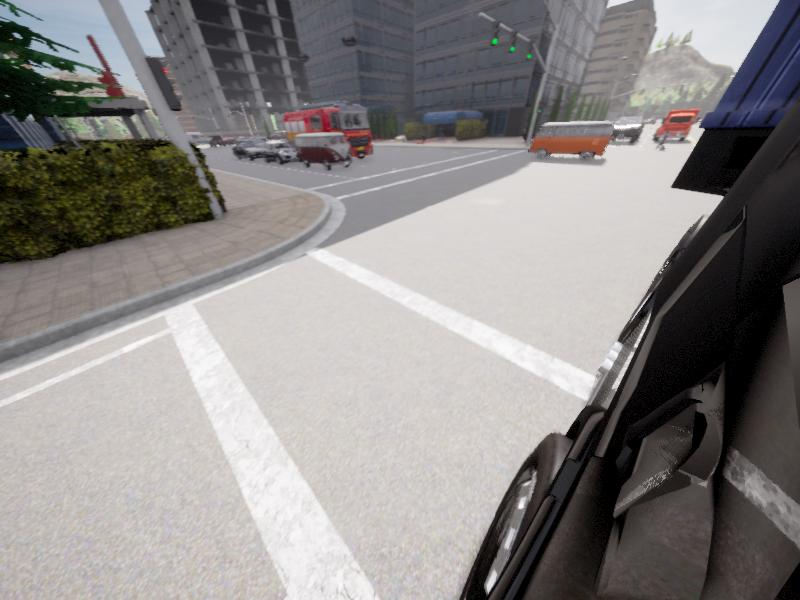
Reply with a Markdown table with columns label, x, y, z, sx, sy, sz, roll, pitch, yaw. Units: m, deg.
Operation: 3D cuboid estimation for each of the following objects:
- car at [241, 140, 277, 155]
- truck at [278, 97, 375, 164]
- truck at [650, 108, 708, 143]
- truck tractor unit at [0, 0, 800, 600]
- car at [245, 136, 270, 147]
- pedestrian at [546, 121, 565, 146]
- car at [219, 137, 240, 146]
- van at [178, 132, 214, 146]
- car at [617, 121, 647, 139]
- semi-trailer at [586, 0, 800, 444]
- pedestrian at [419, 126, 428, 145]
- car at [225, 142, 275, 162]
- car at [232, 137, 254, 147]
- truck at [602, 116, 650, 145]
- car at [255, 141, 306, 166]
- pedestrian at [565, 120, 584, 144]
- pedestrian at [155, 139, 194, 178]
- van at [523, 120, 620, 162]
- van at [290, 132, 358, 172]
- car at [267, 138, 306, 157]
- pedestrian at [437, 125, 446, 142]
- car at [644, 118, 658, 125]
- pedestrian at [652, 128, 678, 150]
| label | x | y | z | sx | sy | sz | roll | pitch | yaw |
| --- | --- | --- | --- | --- | --- | --- | --- | --- | --- |
| car | -17.113 | -18.550 | 28.024 | 4.181 | 1.385 | 1.994 | 26 | 46 | 32 |
| truck | -6.251 | -14.060 | 19.420 | 8.468 | 3.827 | 2.891 | 27 | 46 | 33 |
| truck | 27.382 | -17.292 | 22.915 | 2.627 | 2.467 | 5.204 | 27 | 46 | 33 |
| truck tractor unit | 2.645 | -0.295 | 0.351 | 6.516 | 4.208 | 3.053 | -28 | 44 | -30 |
| car | -25.716 | -28.522 | 41.617 | 4.892 | 1.490 | 1.837 | 27 | 46 | 33 |
| pedestrian | 14.452 | -15.502 | 21.492 | 0.751 | 1.860 | 0.751 | 25 | 45 | 31 |
| car | -36.331 | -33.873 | 49.272 | 5.008 | 1.535 | 1.882 | 27 | 46 | 33 |
| van | -50.239 | -39.796 | 57.040 | 1.988 | 2.561 | 5.915 | 27 | 46 | 33 |
| car | 28.085 | -20.543 | 27.919 | 1.801 | 1.575 | 5.366 | 27 | 46 | 33 |
| semi-trailer | 9.925 | -2.191 | 2.270 | 14.254 | 4.402 | 2.717 | -10 | 37 | -10 |
| pedestrian | 2.756 | -19.640 | 27.637 | 0.751 | 1.860 | 0.751 | 24 | 45 | 31 |
| car | -14.652 | -14.523 | 22.530 | 5.357 | 1.411 | 2.033 | 27 | 46 | 33 |
| car | -30.730 | -31.040 | 45.251 | 3.806 | 1.475 | 1.970 | 27 | 46 | 33 |
| truck | 22.812 | -17.112 | 23.243 | 2.390 | 2.098 | 6.274 | 27 | 46 | 33 |
| car | -9.801 | -12.125 | 19.009 | 3.806 | 1.475 | 1.970 | 27 | 46 | 33 |
| pedestrian | 16.957 | -16.380 | 22.512 | 0.751 | 1.860 | 0.751 | 9 | 38 | 14 |
| pedestrian | -12.912 | -8.122 | 13.272 | 0.751 | 1.860 | 0.751 | 27 | 46 | 33 |
| van | 10.917 | -10.346 | 15.050 | 4.442 | 1.987 | 1.775 | 27 | 46 | 33 |
| van | -5.080 | -9.955 | 15.443 | 4.442 | 1.987 | 1.775 | 27 | 46 | 33 |
| car | -11.893 | -15.999 | 24.215 | 3.633 | 1.501 | 1.845 | 27 | 46 | 33 |
| pedestrian | 5.797 | -23.279 | 32.279 | 0.751 | 1.860 | 0.751 | 26 | 46 | 33 |
| car | 72.531 | -51.680 | 66.719 | 2.163 | 1.488 | 4.792 | 27 | 46 | 33 |
| pedestrian | 19.859 | -12.057 | 17.339 | 0.751 | 1.300 | 0.751 | 25 | 45 | 31 |
